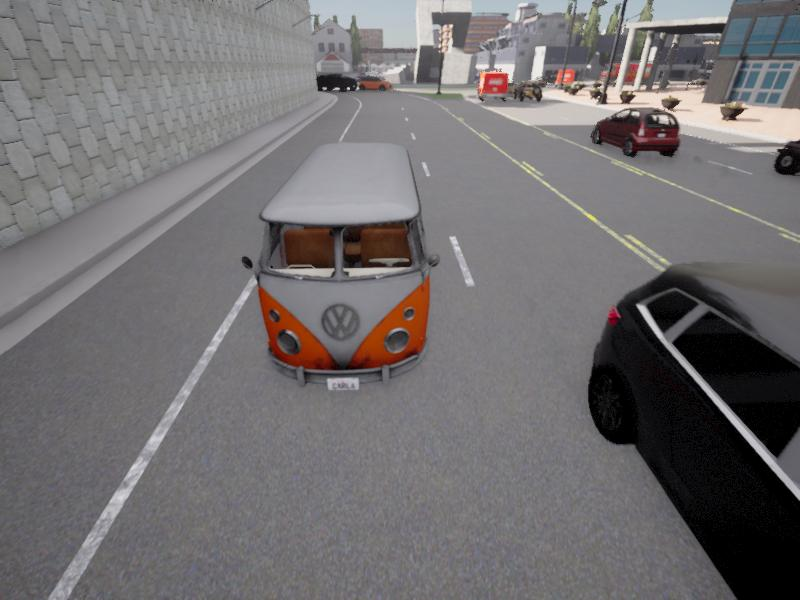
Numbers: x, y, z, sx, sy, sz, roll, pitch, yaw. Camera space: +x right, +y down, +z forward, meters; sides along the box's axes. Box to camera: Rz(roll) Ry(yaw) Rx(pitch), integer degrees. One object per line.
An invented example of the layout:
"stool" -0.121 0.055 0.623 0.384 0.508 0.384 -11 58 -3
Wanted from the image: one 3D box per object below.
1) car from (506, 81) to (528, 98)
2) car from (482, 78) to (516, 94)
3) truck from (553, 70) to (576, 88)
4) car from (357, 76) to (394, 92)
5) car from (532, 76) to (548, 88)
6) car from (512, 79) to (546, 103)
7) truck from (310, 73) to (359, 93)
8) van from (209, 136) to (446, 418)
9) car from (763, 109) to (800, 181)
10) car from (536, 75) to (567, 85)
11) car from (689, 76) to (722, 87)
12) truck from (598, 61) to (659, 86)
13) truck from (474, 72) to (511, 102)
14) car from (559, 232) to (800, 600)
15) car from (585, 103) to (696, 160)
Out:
"car" 13.172 -23.838 45.184 1.789 1.549 3.705 3 31 6
"car" 13.454 -29.064 54.311 2.152 1.651 5.027 23 37 34
"truck" 26.579 -35.787 64.702 2.627 2.467 5.204 8 31 13
"car" -3.344 -29.497 54.574 4.553 1.767 2.097 10 32 17
"car" 22.253 -34.606 63.571 1.789 1.549 3.705 13 33 20
"car" 12.624 -20.633 39.387 1.932 1.855 4.605 1 31 2
"truck" -8.742 -29.130 53.623 6.274 2.098 2.390 17 34 27
"van" -0.605 -0.816 5.417 1.775 1.987 4.442 -1 30 -2
"car" 13.196 -4.201 11.318 1.905 1.878 3.866 -1 30 -2
"car" 28.679 -41.761 75.867 4.892 1.490 1.837 22 37 32
"car" 53.527 -38.363 70.095 3.988 1.617 1.851 -1 30 -3
"truck" 41.081 -40.928 72.168 8.468 3.827 2.891 3 30 5
"truck" 9.159 -21.380 40.069 2.627 2.467 5.204 1 30 3
"car" 3.012 1.247 2.212 2.242 1.667 4.611 -1 30 -2
"car" 9.522 -6.960 16.303 1.851 1.617 3.988 -1 30 -2
